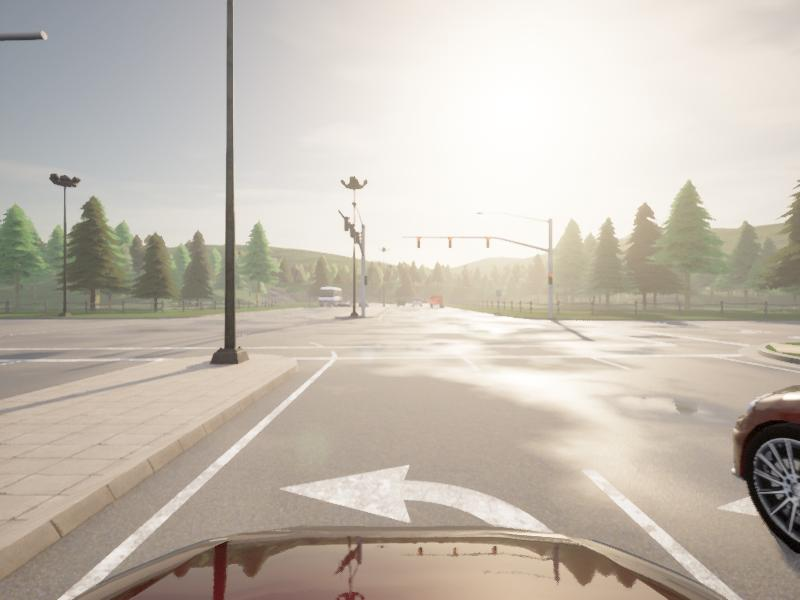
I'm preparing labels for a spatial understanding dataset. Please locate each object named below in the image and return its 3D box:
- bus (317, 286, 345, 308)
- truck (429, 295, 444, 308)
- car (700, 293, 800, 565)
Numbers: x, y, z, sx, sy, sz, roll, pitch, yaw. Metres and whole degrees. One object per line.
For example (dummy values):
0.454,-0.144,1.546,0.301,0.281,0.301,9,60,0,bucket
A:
-14.638,-0.613,85.457,3.944,4.253,10.273,0,0,1,bus
7.101,0.286,78.984,2.627,2.467,5.204,0,0,1,truck
3.500,0.779,0.720,2.152,1.651,5.027,0,0,0,car
